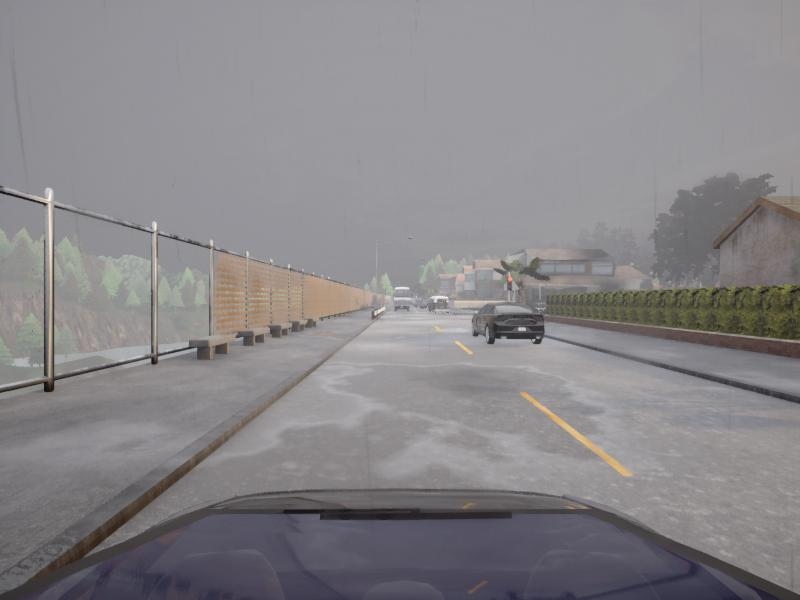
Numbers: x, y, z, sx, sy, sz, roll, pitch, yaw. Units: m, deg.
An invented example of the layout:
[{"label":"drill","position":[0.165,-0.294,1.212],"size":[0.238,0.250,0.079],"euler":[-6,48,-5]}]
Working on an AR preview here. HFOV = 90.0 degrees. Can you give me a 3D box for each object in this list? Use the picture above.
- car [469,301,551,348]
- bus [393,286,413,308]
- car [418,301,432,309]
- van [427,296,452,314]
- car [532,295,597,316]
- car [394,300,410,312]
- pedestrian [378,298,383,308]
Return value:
[{"label":"car","position":[4.085,0.823,15.817],"size":[1.882,1.535,5.008],"euler":[0,0,0]},{"label":"bus","position":[0.551,-0.539,83.810],"size":[3.944,4.253,10.273],"euler":[0,0,0]},{"label":"car","position":[4.358,0.894,70.275],"size":[2.033,1.411,5.357],"euler":[0,0,0]},{"label":"van","position":[4.527,0.570,47.020],"size":[2.069,2.038,4.480],"euler":[-1,0,-6]},{"label":"car","position":[16.359,0.568,39.947],"size":[5.566,2.045,2.150],"euler":[0,0,1]},{"label":"car","position":[0.314,0.781,57.989],"size":[2.152,1.651,5.027],"euler":[0,0,2]},{"label":"pedestrian","position":[-3.440,0.533,71.365],"size":[0.751,1.860,0.751],"euler":[0,0,2]}]
